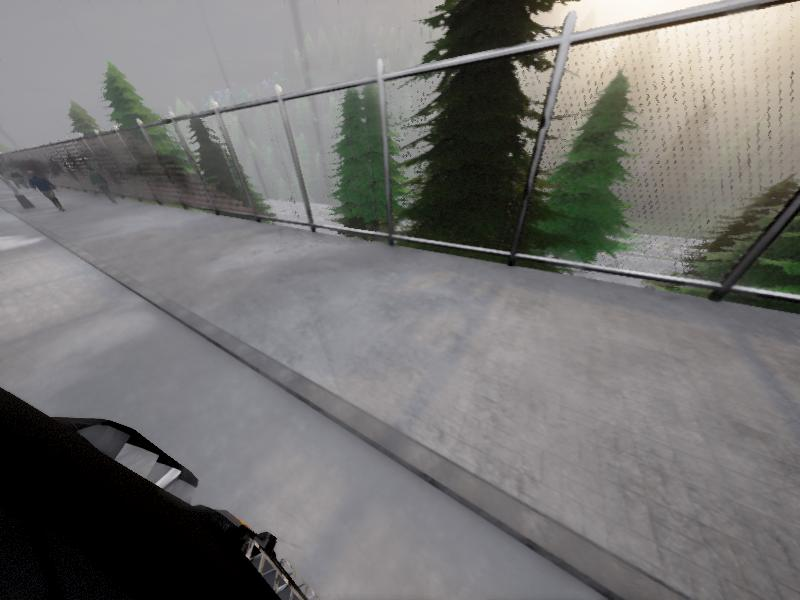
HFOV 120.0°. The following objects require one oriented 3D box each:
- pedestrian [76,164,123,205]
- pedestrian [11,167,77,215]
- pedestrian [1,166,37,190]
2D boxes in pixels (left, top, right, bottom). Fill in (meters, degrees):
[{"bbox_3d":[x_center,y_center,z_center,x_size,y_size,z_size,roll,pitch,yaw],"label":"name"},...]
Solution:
[{"bbox_3d":[-16.042,-6.192,12.398,0.751,1.860,0.751,26,43,35],"label":"pedestrian"},{"bbox_3d":[-16.312,-5.023,10.676,0.751,1.860,0.751,-30,43,-35],"label":"pedestrian"},{"bbox_3d":[-34.688,-11.096,21.058,0.751,1.860,0.751,10,36,18],"label":"pedestrian"}]
